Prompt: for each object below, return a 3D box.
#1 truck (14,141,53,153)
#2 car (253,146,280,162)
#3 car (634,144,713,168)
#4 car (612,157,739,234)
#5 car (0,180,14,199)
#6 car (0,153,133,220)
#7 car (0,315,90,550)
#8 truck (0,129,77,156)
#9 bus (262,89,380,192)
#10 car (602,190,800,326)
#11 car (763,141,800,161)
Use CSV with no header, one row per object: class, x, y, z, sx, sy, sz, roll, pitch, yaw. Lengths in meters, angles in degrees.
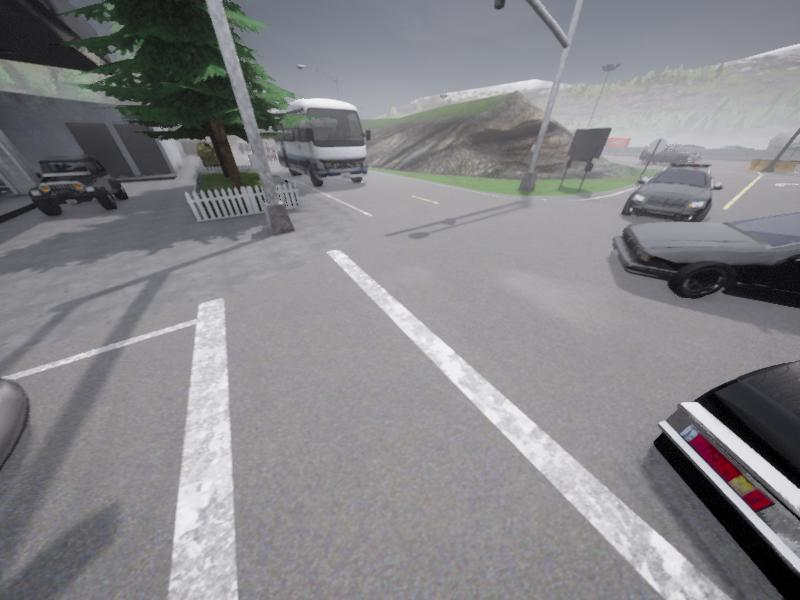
truck,-81.127,-34.156,51.356,2.390,2.098,6.274,-22,41,-28
car,-17.963,-19.666,31.013,2.007,1.525,4.514,-22,40,-28
car,28.045,-15.009,23.938,1.932,1.855,4.605,-11,36,-17
car,10.017,-4.049,8.427,4.974,1.542,2.038,-29,44,-32
car,-20.604,-4.934,10.019,2.242,1.667,4.611,-22,41,-28
car,-13.478,-4.918,9.682,1.905,1.878,3.866,-22,41,-28
car,-4.836,1.516,0.329,4.611,1.667,2.242,-20,39,-26
truck,-67.768,-29.144,42.671,8.468,3.827,2.891,-9,37,-13
bus,-5.793,-10.783,15.943,3.944,4.253,10.273,-22,41,-28
car,6.950,-0.569,3.641,5.357,1.411,2.033,18,39,24
car,50.319,-18.369,28.514,2.150,2.045,5.566,-22,41,-28
